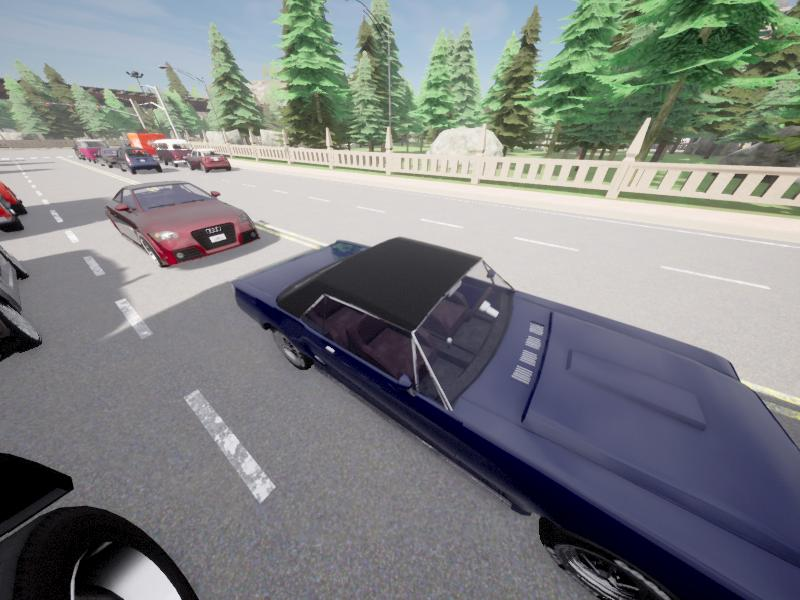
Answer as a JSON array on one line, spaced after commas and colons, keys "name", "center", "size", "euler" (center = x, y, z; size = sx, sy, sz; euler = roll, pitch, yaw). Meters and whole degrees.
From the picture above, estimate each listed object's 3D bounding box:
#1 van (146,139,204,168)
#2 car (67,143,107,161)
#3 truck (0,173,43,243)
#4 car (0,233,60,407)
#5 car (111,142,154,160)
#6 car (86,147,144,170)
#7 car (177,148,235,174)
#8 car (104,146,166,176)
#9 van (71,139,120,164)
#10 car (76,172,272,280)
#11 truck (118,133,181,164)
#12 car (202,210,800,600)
[{"name": "van", "center": [-20.414, -13.369, 20.995], "size": [4.480, 2.038, 2.069], "euler": [22, 41, 28]}, {"name": "car", "center": [-35.845, -16.983, 26.441], "size": [3.705, 1.549, 1.789], "euler": [22, 41, 28]}, {"name": "truck", "center": [-12.778, -3.064, 6.030], "size": [5.204, 2.467, 2.627], "euler": [22, 41, 28]}, {"name": "car", "center": [-6.541, -0.184, 2.723], "size": [5.238, 1.638, 1.930], "euler": [22, 41, 28]}, {"name": "car", "center": [-32.244, -18.007, 27.859], "size": [4.856, 1.649, 2.033], "euler": [22, 41, 28]}, {"name": "car", "center": [-25.306, -12.634, 20.477], "size": [5.357, 1.411, 2.033], "euler": [22, 41, 28]}, {"name": "car", "center": [-15.297, -11.057, 18.238], "size": [3.806, 1.475, 1.970], "euler": [22, 40, 28]}, {"name": "car", "center": [-19.770, -10.471, 17.258], "size": [3.988, 1.617, 1.851], "euler": [22, 41, 28]}, {"name": "van", "center": [-31.124, -15.240, 23.624], "size": [4.442, 1.987, 1.775], "euler": [22, 41, 28]}, {"name": "car", "center": [-5.494, -2.102, 5.679], "size": [4.181, 1.385, 1.994], "euler": [21, 40, 27]}, {"name": "truck", "center": [-26.096, -15.856, 24.115], "size": [5.204, 2.467, 2.627], "euler": [22, 41, 28]}, {"name": "car", "center": [0.366, 0.304, 2.366], "size": [4.718, 1.301, 1.895], "euler": [22, 41, 28]}]
